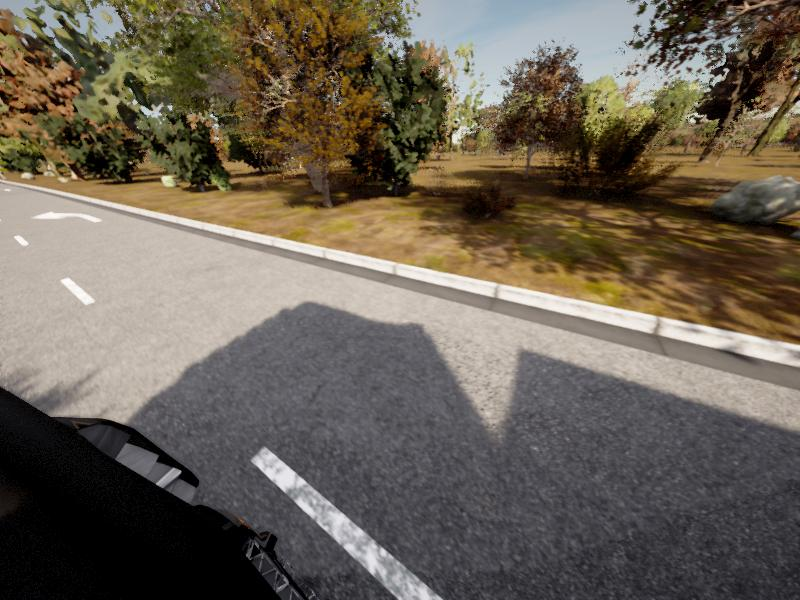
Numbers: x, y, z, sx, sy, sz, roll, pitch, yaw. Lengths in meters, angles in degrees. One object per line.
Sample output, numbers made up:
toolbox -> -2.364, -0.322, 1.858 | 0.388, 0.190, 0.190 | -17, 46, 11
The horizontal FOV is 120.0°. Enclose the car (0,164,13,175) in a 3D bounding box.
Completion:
car -> -96.987, -30.946, 54.939 | 1.878, 1.987, 4.442 | 8, 35, 14
